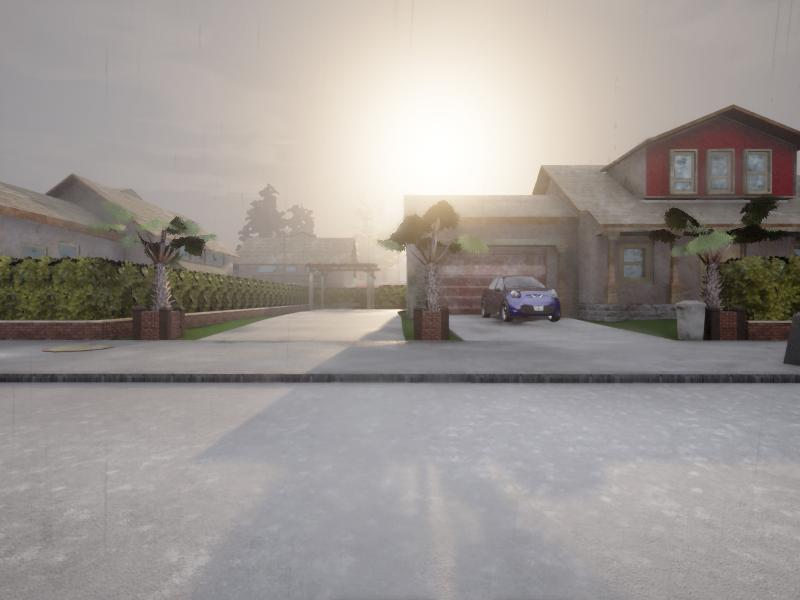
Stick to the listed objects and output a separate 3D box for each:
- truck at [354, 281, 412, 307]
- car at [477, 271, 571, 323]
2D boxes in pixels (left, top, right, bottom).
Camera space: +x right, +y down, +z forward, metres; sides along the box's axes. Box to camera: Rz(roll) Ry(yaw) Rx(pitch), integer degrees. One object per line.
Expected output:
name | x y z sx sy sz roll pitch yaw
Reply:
truck | -2.477 -0.921 60.272 8.468 3.827 2.891 0 0 0
car | 3.891 -0.082 13.247 1.845 1.501 3.633 0 0 -3
